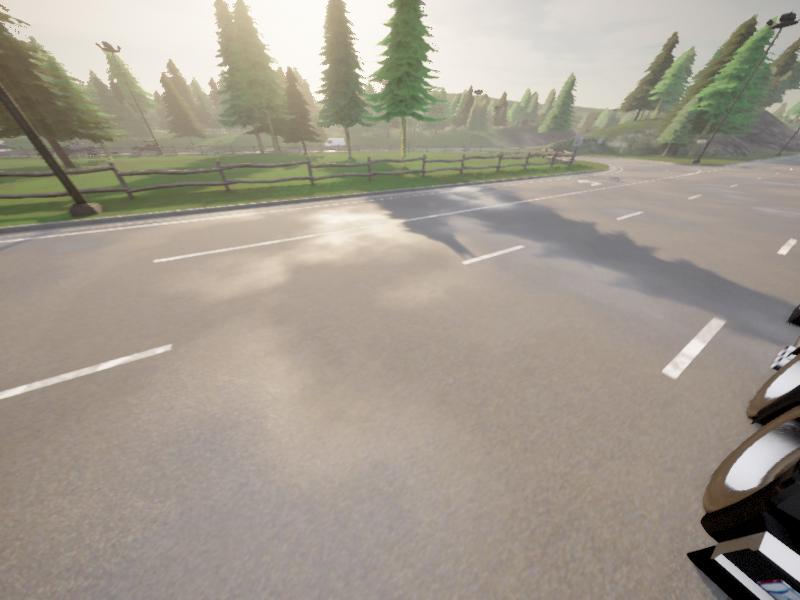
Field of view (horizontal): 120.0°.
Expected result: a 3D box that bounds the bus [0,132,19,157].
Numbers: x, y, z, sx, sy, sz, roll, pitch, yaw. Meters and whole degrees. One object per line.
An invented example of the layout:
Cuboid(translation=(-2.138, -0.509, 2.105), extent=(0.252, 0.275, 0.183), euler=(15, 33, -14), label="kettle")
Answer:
Cuboid(translation=(-61.240, -21.257, 30.251), extent=(10.273, 4.253, 3.944), euler=(-18, 39, -24), label="bus")

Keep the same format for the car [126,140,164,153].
Cuboid(translation=(-45.888, -27.609, 41.644), extent=(3.866, 1.878, 1.905), euler=(-18, 39, -24), label="car")

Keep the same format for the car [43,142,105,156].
Cuboid(translation=(-50.606, -23.629, 36.086), extent=(5.027, 1.651, 2.152), euler=(-17, 38, -23), label="car")

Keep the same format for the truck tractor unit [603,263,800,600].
Cuboid(translation=(5.110, -0.298, 0.794), extent=(6.516, 4.208, 3.053), euler=(-18, 39, -24), label="truck tractor unit")
